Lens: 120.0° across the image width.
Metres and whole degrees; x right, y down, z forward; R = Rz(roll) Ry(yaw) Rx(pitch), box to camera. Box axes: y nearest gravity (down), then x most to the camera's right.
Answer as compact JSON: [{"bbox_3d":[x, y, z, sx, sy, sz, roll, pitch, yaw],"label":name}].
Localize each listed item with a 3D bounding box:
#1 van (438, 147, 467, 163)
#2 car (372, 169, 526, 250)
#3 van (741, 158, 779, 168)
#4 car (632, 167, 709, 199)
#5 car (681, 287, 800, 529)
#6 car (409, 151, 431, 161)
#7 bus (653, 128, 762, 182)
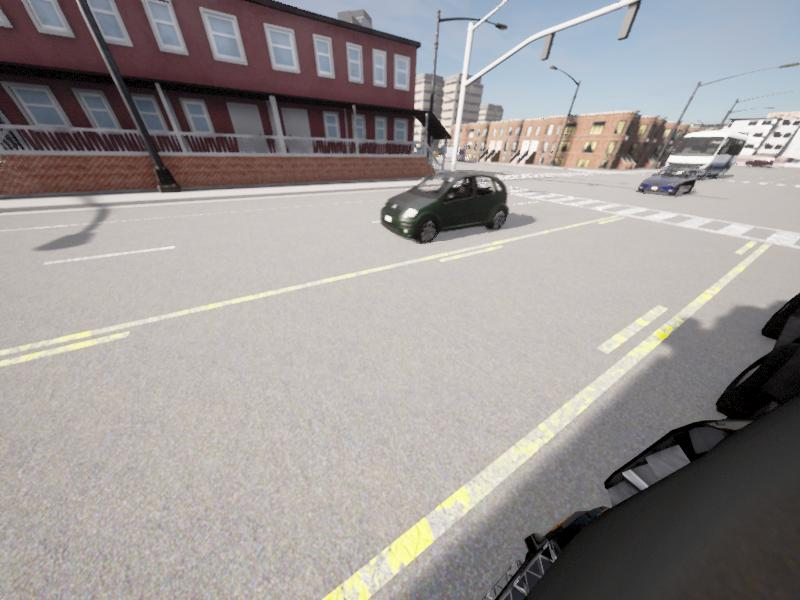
[{"bbox_3d":[10.354,-29.130,46.253,1.988,2.561,5.915,-17,37,-25],"label":"van"},{"bbox_3d":[1.424,-2.895,6.901,3.988,1.617,1.851,-17,37,-25],"label":"car"},{"bbox_3d":[89.945,-34.342,57.830,2.069,2.038,4.480,2,33,0],"label":"van"},{"bbox_3d":[17.231,-7.555,14.733,4.193,1.474,1.816,-17,37,-25],"label":"car"},{"bbox_3d":[4.637,0.473,1.654,3.866,1.878,1.905,-17,37,-25],"label":"car"},{"bbox_3d":[4.200,-30.876,49.475,1.930,1.638,5.238,-17,37,-25],"label":"car"},{"bbox_3d":[33.531,-15.713,25.258,10.273,4.253,3.944,-16,37,-25],"label":"bus"}]
